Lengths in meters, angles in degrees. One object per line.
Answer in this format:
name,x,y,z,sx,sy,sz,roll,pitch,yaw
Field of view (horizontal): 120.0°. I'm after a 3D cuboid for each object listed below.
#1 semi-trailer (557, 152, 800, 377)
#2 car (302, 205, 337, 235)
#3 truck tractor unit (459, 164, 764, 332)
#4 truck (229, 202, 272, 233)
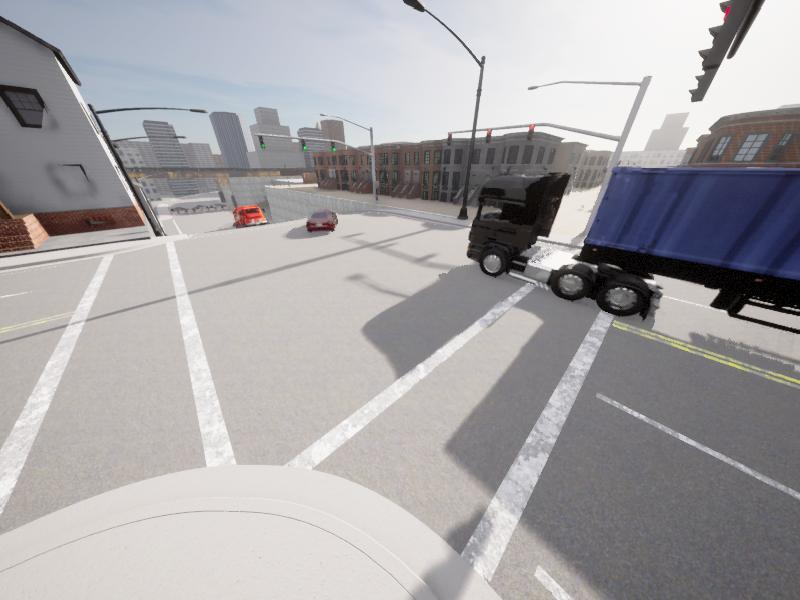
semi-trailer,11.601,0.155,3.620,2.717,4.402,14.254,-26,39,-37
car,-6.039,-6.272,17.817,1.994,1.385,4.181,-6,30,-10
truck tractor unit,6.089,-2.585,8.603,3.053,4.208,6.516,-26,39,-37
truck,-17.447,-9.513,26.844,2.627,2.467,5.204,-27,26,-37
